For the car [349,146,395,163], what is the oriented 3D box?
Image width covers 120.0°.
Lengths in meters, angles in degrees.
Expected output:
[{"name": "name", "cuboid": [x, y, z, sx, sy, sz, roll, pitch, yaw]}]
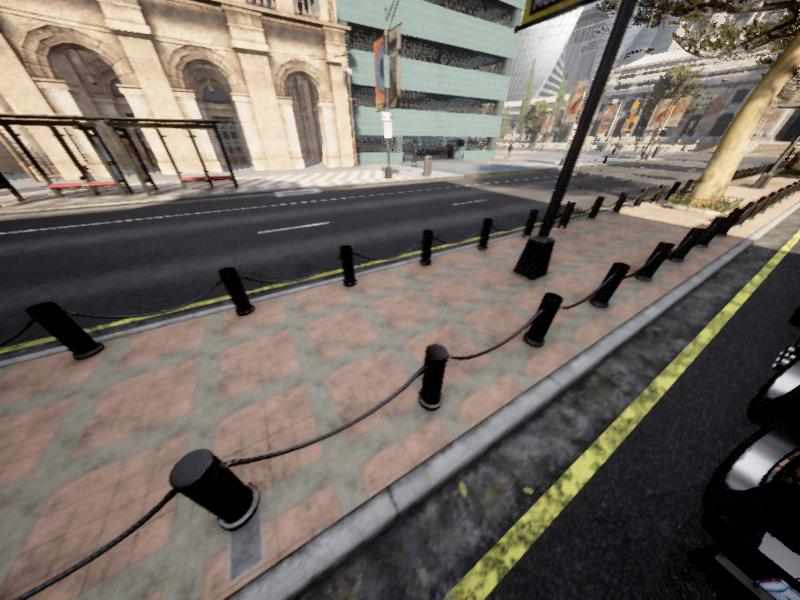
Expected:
[{"name": "car", "cuboid": [-3.149, -16.888, 26.792, 4.786, 1.482, 2.161, -18, 39, -25]}]

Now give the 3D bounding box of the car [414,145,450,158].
[{"name": "car", "cuboid": [4.817, -22.240, 34.486, 4.902, 1.511, 2.128, -18, 39, -25]}]

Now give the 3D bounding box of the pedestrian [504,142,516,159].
[{"name": "pedestrian", "cuboid": [14.639, -19.895, 30.797, 0.751, 1.860, 0.751, -29, 44, -35]}]

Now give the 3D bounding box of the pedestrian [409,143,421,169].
[{"name": "pedestrian", "cuboid": [1.299, -12.632, 20.237, 0.751, 1.860, 0.751, -15, 38, -20]}]

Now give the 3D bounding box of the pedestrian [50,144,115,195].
[{"name": "pedestrian", "cuboid": [-13.948, -5.770, 10.237, 0.751, 1.860, 0.751, -18, 39, -25]}]

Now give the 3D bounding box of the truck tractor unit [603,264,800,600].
[{"name": "truck tractor unit", "cuboid": [5.110, -0.302, 0.789, 6.516, 4.208, 3.053, -18, 39, -24]}]
